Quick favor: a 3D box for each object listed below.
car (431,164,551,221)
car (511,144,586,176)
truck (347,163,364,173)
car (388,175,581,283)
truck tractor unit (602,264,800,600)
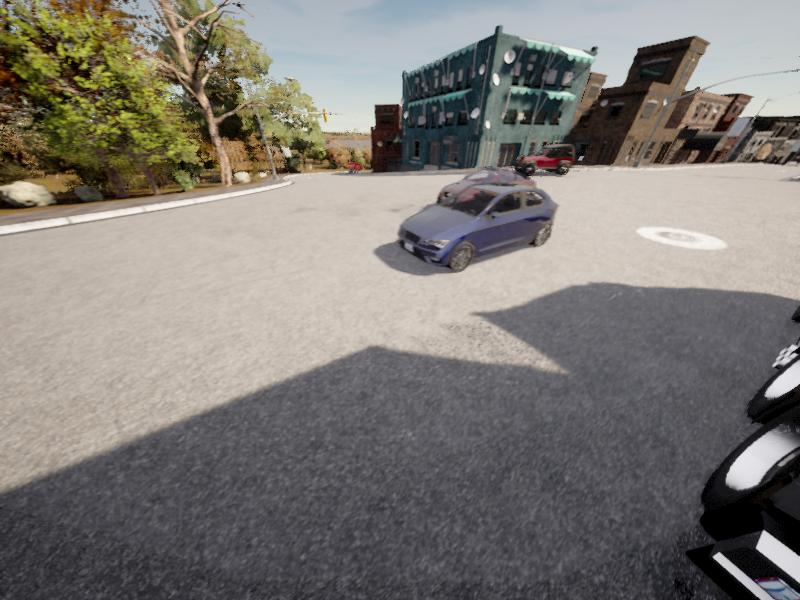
[{"bbox_3d":[3.584,-4.457,9.277,4.181,1.385,1.994,-19,39,-24],"label":"car"},{"bbox_3d":[10.727,-10.328,17.043,3.866,1.878,1.905,2,35,5],"label":"car"},{"bbox_3d":[-12.255,-36.851,64.521,2.627,2.467,5.204,7,30,11],"label":"truck"},{"bbox_3d":[2.002,-1.984,5.660,4.193,1.474,1.816,-18,39,-24],"label":"car"},{"bbox_3d":[5.104,-0.310,0.781,6.516,4.208,3.053,-18,39,-24],"label":"truck tractor unit"}]
